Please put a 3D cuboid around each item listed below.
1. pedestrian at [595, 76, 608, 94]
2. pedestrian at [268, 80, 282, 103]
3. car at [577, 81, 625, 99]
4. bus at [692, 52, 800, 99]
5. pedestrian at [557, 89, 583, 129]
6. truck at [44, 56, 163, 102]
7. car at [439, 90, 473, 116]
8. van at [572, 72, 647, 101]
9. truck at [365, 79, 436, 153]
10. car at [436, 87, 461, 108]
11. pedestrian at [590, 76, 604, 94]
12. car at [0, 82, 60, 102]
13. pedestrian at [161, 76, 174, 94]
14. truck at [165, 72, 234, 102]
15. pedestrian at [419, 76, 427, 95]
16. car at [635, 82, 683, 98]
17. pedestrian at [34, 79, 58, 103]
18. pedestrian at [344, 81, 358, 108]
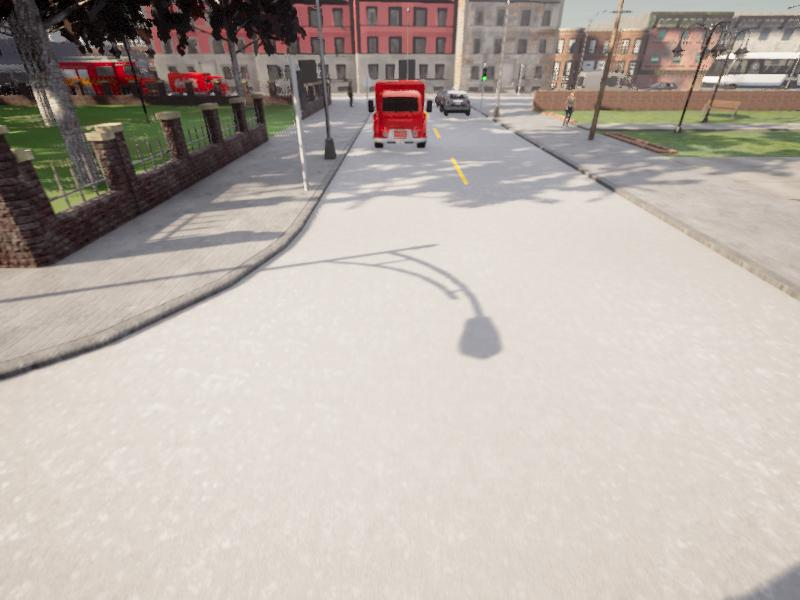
[{"bbox_3d":[23.877,-25.409,47.358,0.751,1.860,0.751,26,39,37],"label":"pedestrian"},{"bbox_3d":[-11.174,-18.710,35.896,0.751,1.860,0.751,1,30,2],"label":"pedestrian"},{"bbox_3d":[21.866,-22.973,43.697,3.988,1.617,1.851,0,30,0],"label":"car"},{"bbox_3d":[38.467,-24.037,42.903,10.273,4.253,3.944,0,30,0],"label":"bus"},{"bbox_3d":[9.055,-10.202,21.350,0.751,1.860,0.751,3,30,5],"label":"pedestrian"},{"bbox_3d":[-29.050,-21.886,39.629,8.468,3.827,2.891,0,30,0],"label":"truck"},{"bbox_3d":[3.998,-14.390,29.144,1.970,1.475,3.806,0,30,0],"label":"car"},{"bbox_3d":[20.907,-21.427,40.130,5.915,2.561,1.988,1,30,2],"label":"van"},{"bbox_3d":[-0.006,-8.297,17.743,2.627,2.467,5.204,0,30,0],"label":"truck"},{"bbox_3d":[4.253,-17.892,35.240,1.994,1.385,4.181,3,30,5],"label":"car"},{"bbox_3d":[23.508,-25.653,47.775,0.751,1.860,0.751,-8,31,-13],"label":"pedestrian"},{"bbox_3d":[-37.799,-20.939,40.189,5.027,1.651,2.152,0,30,0],"label":"car"},{"bbox_3d":[-27.730,-25.643,47.746,0.751,1.860,0.751,-4,31,-6],"label":"pedestrian"},{"bbox_3d":[-19.889,-21.300,39.972,5.204,2.467,2.627,0,30,-1],"label":"truck"},{"bbox_3d":[2.701,-25.191,46.980,0.751,1.860,0.751,-6,31,-10],"label":"pedestrian"},{"bbox_3d":[28.225,-22.933,43.706,3.633,1.501,1.845,0,30,0],"label":"car"},{"bbox_3d":[-31.772,-18.723,35.911,0.751,1.860,0.751,11,32,18],"label":"pedestrian"},{"bbox_3d":[-3.962,-16.637,32.353,0.751,1.860,0.751,24,38,35],"label":"pedestrian"}]
